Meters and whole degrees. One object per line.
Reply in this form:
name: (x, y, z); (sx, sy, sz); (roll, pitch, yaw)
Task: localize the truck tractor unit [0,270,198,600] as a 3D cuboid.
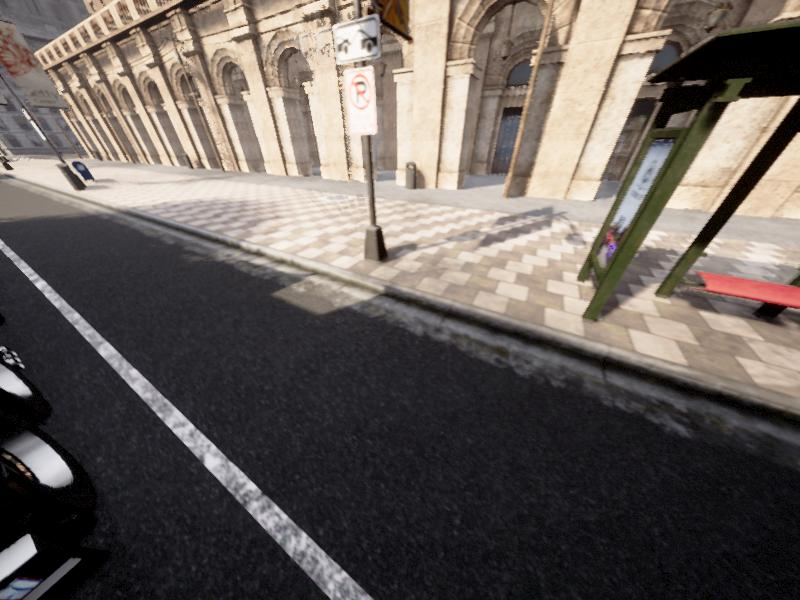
truck tractor unit: (-5.123, -0.287, 0.767); (6.516, 4.208, 3.053); (18, 39, 24)

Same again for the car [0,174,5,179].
car: (-32.095, -9.743, 17.165); (4.718, 1.301, 1.895); (17, 39, 24)
